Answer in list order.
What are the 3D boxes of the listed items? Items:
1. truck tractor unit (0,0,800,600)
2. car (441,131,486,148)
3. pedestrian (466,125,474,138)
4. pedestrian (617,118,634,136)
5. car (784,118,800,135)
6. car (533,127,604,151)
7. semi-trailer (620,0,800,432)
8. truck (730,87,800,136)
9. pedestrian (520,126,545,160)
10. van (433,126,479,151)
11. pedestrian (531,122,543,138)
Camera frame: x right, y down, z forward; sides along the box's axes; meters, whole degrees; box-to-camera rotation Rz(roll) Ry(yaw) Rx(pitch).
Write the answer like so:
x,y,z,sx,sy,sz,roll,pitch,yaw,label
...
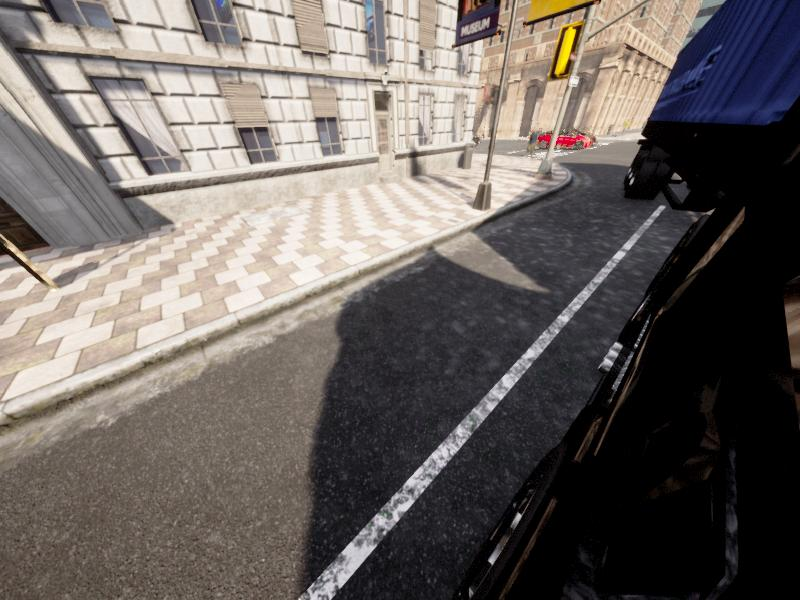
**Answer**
x,y,z,sx,sy,sz,roll,pitch,yaw,label
2.645,-0.295,0.351,6.516,4.208,3.053,-28,44,-30,truck tractor unit
7.425,-19.227,27.617,1.837,1.490,4.892,-29,44,-30,car
12.285,-29.543,40.495,0.751,1.860,0.751,-17,39,-18,pedestrian
28.561,-21.875,29.227,0.751,1.860,0.751,-28,44,-30,pedestrian
43.621,-18.662,24.755,4.718,1.301,1.895,-29,44,-30,car
14.815,-14.349,20.609,2.007,1.525,4.514,-29,44,-30,car
7.690,-4.148,5.012,2.717,4.402,14.254,23,44,30,semi-trailer
41.746,-21.445,26.479,8.468,3.827,2.891,-29,44,-30,truck
8.969,-10.630,15.684,0.751,1.860,0.751,-26,43,-28,pedestrian
5.826,-17.272,24.696,1.775,1.987,4.442,-29,44,-30,van
19.344,-24.022,32.675,0.751,1.860,0.751,-23,41,-25,pedestrian
